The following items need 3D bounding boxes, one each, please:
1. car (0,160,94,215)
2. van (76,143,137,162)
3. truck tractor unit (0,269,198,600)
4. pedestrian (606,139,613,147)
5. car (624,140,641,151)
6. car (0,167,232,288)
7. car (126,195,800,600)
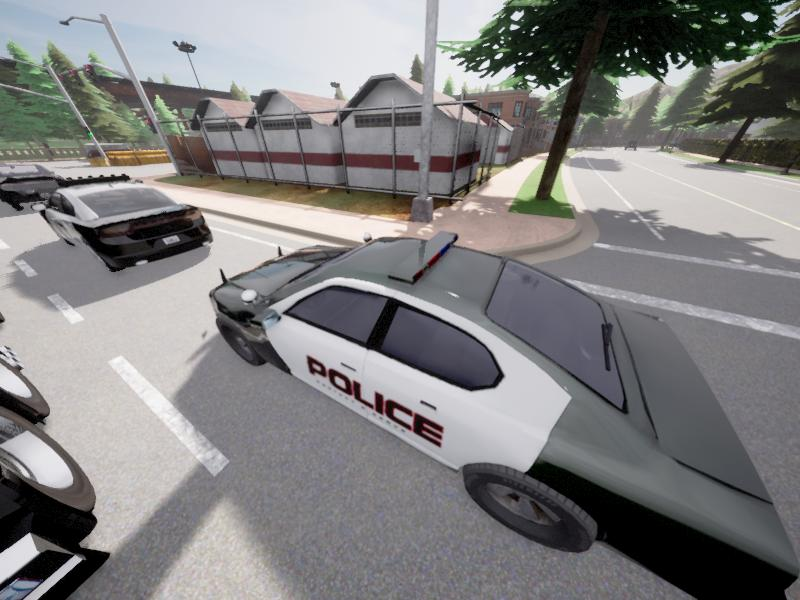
[{"bbox_3d":[-16.132,-5.024,10.008,4.902,1.511,2.128,18,39,24],"label":"car"},{"bbox_3d":[-39.582,-20.072,31.368,1.775,1.987,4.442,16,38,22],"label":"van"},{"bbox_3d":[-5.119,-0.293,0.766,6.516,4.208,3.053,18,39,24],"label":"truck tractor unit"},{"bbox_3d":[61.749,-46.350,68.081,0.751,1.860,0.751,-21,40,-27],"label":"pedestrian"},{"bbox_3d":[51.674,-34.424,51.327,1.905,1.878,3.866,29,44,35],"label":"car"},{"bbox_3d":[-6.938,-2.118,5.653,5.238,1.638,1.930,18,39,24],"label":"car"},{"bbox_3d":[-0.118,0.097,2.518,4.974,1.542,2.038,17,39,24],"label":"car"}]
